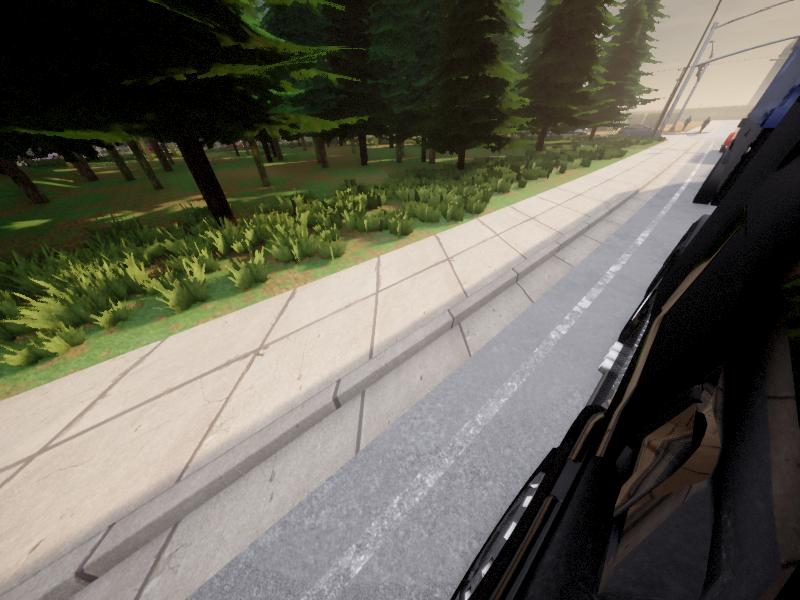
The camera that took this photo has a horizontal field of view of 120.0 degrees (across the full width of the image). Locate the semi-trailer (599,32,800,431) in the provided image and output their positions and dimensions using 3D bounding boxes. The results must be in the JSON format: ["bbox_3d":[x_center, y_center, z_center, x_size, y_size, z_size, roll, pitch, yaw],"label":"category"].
[{"bbox_3d":[8.645,-3.642,4.278,14.254,4.402,2.717,-29,44,-30],"label":"semi-trailer"}]

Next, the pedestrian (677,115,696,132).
[{"bbox_3d":[40.191,-24.766,32.390,0.751,1.860,0.751,17,41,24],"label":"pedestrian"}]

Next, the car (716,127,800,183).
[{"bbox_3d":[15.884,-6.350,9.890,4.902,1.511,2.128,-29,44,-30],"label":"car"}]

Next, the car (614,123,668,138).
[{"bbox_3d":[30.154,-21.229,29.034,1.994,1.385,4.181,-29,44,-30],"label":"car"}]

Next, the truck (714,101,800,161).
[{"bbox_3d":[21.378,-9.912,13.485,5.204,2.467,2.627,-30,44,-31],"label":"truck"}]

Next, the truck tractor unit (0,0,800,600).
[{"bbox_3d":[2.645,-0.295,0.351,6.516,4.208,3.053,-28,44,-30],"label":"truck tractor unit"}]
